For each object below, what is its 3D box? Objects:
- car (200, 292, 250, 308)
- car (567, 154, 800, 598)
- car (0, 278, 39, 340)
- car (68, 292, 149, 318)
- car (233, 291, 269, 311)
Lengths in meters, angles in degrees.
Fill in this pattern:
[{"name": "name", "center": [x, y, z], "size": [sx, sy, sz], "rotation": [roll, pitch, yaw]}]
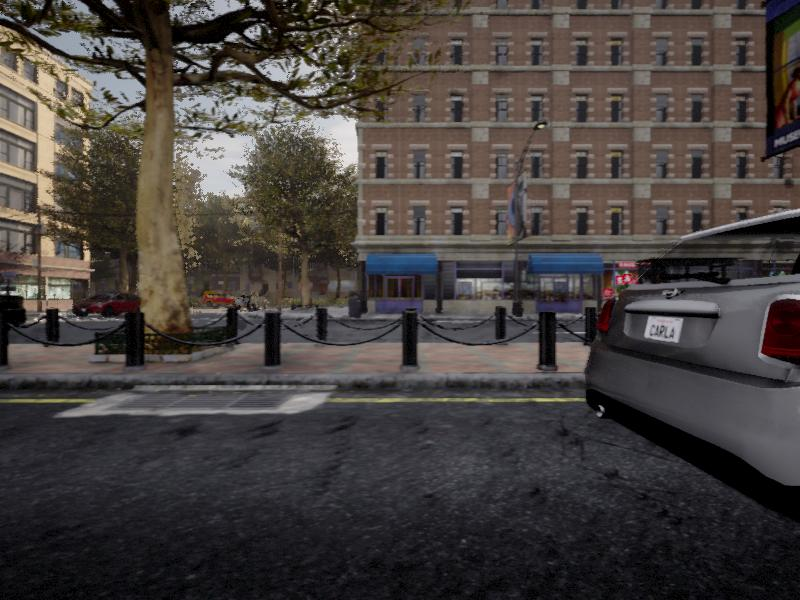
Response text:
[{"name": "car", "center": [-22.581, -0.001, 51.681], "size": [5.566, 2.045, 2.150], "rotation": [0, 0, 1]}, {"name": "car", "center": [3.232, 0.250, 2.203], "size": [3.806, 1.475, 1.970], "rotation": [0, 0, 0]}, {"name": "car", "center": [-12.551, 0.241, 10.199], "size": [5.008, 1.535, 1.882], "rotation": [0, 0, 0]}, {"name": "car", "center": [-17.765, 0.279, 24.640], "size": [1.816, 1.474, 4.193], "rotation": [0, 0, 2]}, {"name": "car", "center": [-14.363, 0.072, 38.842], "size": [1.932, 1.855, 4.605], "rotation": [0, 0, -1]}]
